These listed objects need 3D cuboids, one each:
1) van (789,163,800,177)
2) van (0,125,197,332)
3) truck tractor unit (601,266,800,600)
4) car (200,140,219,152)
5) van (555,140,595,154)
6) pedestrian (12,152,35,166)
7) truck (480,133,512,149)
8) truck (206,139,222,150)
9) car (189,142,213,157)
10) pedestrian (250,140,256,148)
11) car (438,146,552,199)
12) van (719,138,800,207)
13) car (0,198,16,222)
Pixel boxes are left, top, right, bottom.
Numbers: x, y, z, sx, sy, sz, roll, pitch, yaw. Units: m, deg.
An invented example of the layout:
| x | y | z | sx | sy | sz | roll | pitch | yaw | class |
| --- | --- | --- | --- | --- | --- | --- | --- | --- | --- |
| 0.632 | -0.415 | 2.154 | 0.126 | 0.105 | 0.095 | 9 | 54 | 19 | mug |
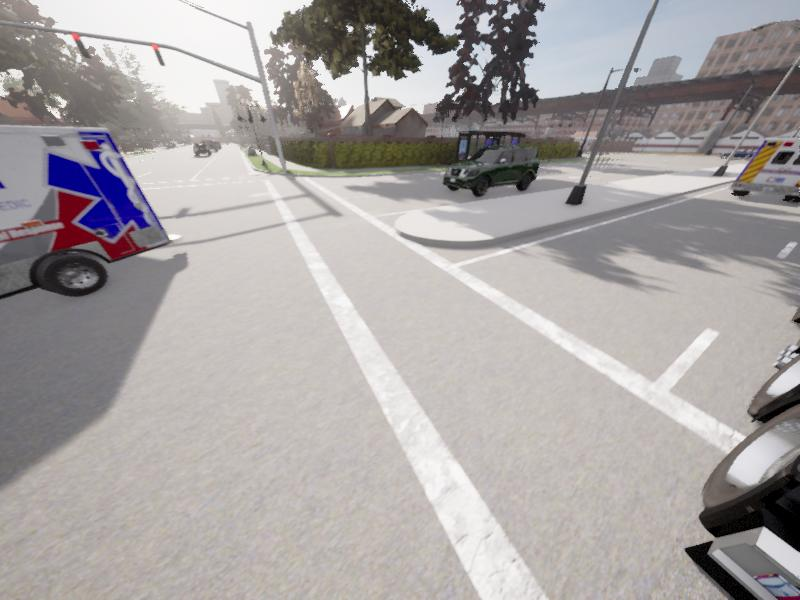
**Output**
| x | y | z | sx | sy | sz | roll | pitch | yaw | class |
| --- | --- | --- | --- | --- | --- | --- | --- | --- | --- |
| 35.190 | -11.639 | 18.857 | 5.915 | 2.561 | 1.988 | -18 | 39 | -24 | van |
| -6.949 | -0.567 | 2.653 | 2.351 | 2.431 | 6.366 | 10 | 36 | 14 | van |
| 5.117 | -0.294 | 0.775 | 6.516 | 4.208 | 3.053 | -18 | 39 | -24 | truck tractor unit |
| -40.267 | -32.625 | 48.934 | 2.150 | 2.045 | 5.566 | -18 | 39 | -25 | car |
| 38.837 | -34.161 | 51.453 | 2.351 | 2.431 | 6.366 | -18 | 39 | -24 | van |
| -33.858 | -12.699 | 20.792 | 0.500 | 1.100 | 0.500 | -17 | 38 | -23 | pedestrian |
| 29.156 | -48.703 | 70.663 | 2.891 | 3.827 | 8.468 | -18 | 40 | -24 | truck |
| -48.666 | -40.899 | 60.655 | 2.390 | 2.098 | 6.274 | -18 | 39 | -25 | truck |
| -31.607 | -24.095 | 36.854 | 1.932 | 1.855 | 4.605 | -18 | 39 | -25 | car |
| -39.321 | -41.687 | 61.808 | 0.751 | 1.860 | 0.751 | -27 | 43 | -33 | pedestrian |
| 4.989 | -6.918 | 12.240 | 5.566 | 2.045 | 2.150 | -18 | 39 | -24 | car |
| 19.389 | -6.477 | 11.386 | 6.366 | 2.431 | 2.351 | -18 | 39 | -24 | van |
| -15.378 | -2.446 | 6.001 | 5.027 | 1.651 | 2.152 | -18 | 39 | -24 | car |
